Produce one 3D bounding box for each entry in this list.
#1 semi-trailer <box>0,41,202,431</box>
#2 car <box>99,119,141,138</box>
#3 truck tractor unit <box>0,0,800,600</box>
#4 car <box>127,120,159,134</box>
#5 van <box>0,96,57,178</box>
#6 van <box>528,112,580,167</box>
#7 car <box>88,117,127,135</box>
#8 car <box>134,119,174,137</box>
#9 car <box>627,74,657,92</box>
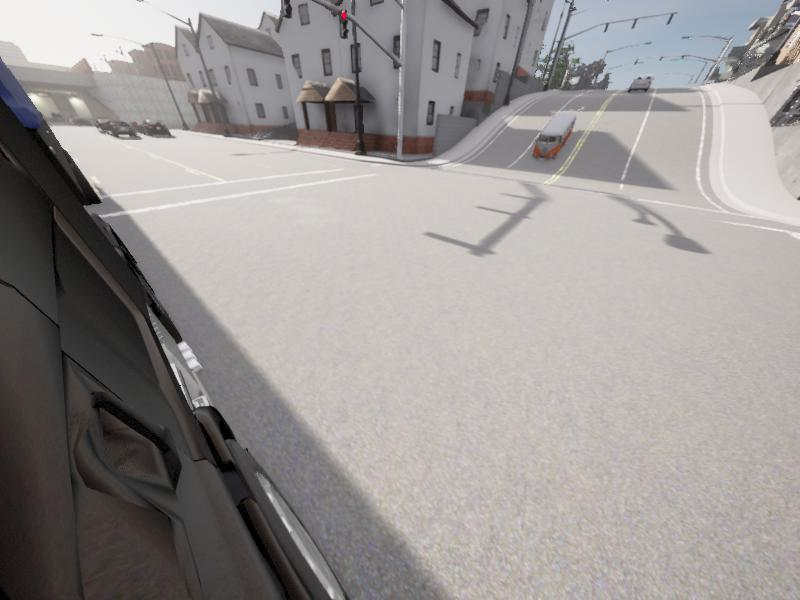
[{"bbox_3d":[-8.708,-3.604,4.209,14.254,4.402,2.717,28,44,30],"label":"semi-trailer"},{"bbox_3d":[-31.677,-19.351,26.120,4.514,1.525,2.007,27,43,29],"label":"car"},{"bbox_3d":[-2.645,-0.295,0.352,6.516,4.208,3.053,28,44,30],"label":"truck tractor unit"},{"bbox_3d":[-36.611,-24.626,32.904,4.674,1.442,1.812,26,43,28],"label":"car"},{"bbox_3d":[-17.562,-7.149,9.922,5.915,2.561,1.988,27,43,29],"label":"van"},{"bbox_3d":[12.030,-12.648,18.092,1.775,1.987,4.442,26,63,28],"label":"van"},{"bbox_3d":[-37.891,-22.587,29.933,5.238,1.638,1.930,26,43,28],"label":"car"},{"bbox_3d":[-31.415,-21.964,29.503,4.611,1.667,2.242,27,43,29],"label":"car"},{"bbox_3d":[29.860,-26.763,28.482,1.970,1.475,3.806,27,52,29],"label":"car"}]
